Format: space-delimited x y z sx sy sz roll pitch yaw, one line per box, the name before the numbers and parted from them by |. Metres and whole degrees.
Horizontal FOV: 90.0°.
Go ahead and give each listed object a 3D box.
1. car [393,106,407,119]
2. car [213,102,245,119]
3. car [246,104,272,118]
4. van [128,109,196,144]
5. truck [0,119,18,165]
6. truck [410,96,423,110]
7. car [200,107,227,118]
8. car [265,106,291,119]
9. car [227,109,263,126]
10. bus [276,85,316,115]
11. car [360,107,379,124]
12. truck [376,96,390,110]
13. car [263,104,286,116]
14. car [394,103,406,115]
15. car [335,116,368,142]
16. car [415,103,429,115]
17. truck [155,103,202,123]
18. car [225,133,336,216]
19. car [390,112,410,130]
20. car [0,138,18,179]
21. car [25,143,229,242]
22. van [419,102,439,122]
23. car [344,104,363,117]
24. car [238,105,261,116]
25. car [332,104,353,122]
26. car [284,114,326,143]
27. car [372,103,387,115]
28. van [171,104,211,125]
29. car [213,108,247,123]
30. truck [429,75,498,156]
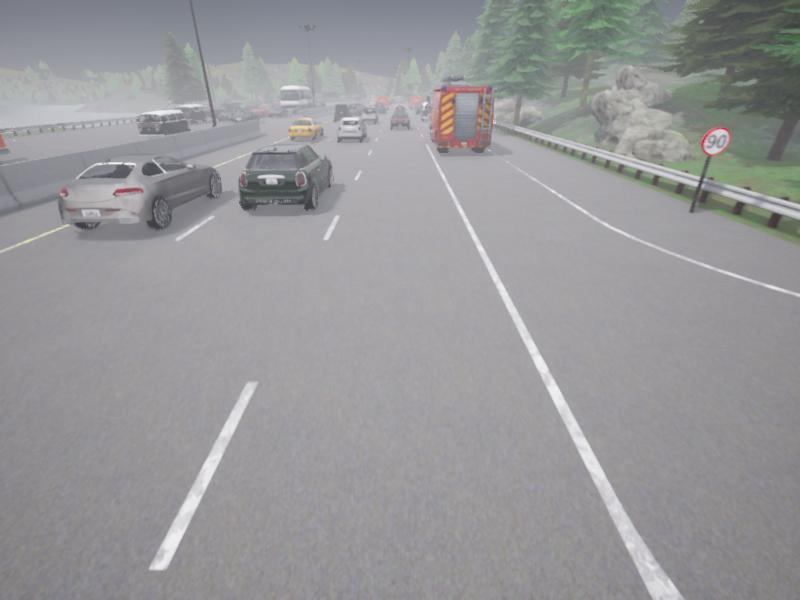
car | 0.024 -25.084 53.493 1.845 1.501 3.633 0 27 0
car | -24.474 -27.271 57.521 2.150 2.045 5.566 0 27 0
car | -20.973 -28.259 59.657 2.097 1.767 4.553 0 27 0
van | -17.489 -12.976 29.736 2.069 2.038 4.480 0 28 0
truck | -21.014 -7.011 17.777 2.627 2.467 5.204 0 27 0
truck | 3.519 -42.032 85.232 2.627 2.467 5.204 1 27 3
car | -27.971 -28.203 60.173 1.895 1.301 4.718 0 27 0
car | -17.474 -26.994 57.588 2.033 1.411 5.357 0 27 0
car | -17.478 -20.777 45.424 2.128 1.511 4.902 0 27 0
bus | -17.356 -33.876 67.788 3.944 4.253 10.273 0 27 0
car | -3.477 -21.506 46.533 1.851 1.617 3.988 0 27 0
truck | -3.483 -41.120 83.566 2.627 2.467 5.204 0 27 0
car | -20.967 -31.782 66.968 2.152 1.651 5.027 0 27 0
car | 0.030 -31.440 65.795 1.882 1.535 5.008 0 27 0
car | -3.484 -12.573 29.380 1.970 1.475 3.806 0 27 0
car | 3.529 -30.924 64.738 2.038 1.542 4.974 0 27 0
truck | -27.977 -23.888 50.956 2.390 2.098 6.274 0 27 0
car | -3.493 -4.188 12.798 2.097 1.767 4.553 0 27 0
car | 0.020 -17.682 39.420 1.895 1.301 4.718 0 27 0
car | -17.490 -4.888 14.658 2.128 1.511 4.902 0 27 0
car | -6.995 -3.246 11.213 2.152 1.651 5.027 0 27 0
van | 3.524 -23.146 49.146 2.069 2.038 4.480 0 28 0
car | -6.972 -28.550 60.155 2.242 1.667 4.611 0 27 0
car | -24.469 -30.944 65.269 2.007 1.525 4.514 0 27 0
car | -6.977 -22.912 48.985 1.905 1.878 3.866 0 26 0
car | -6.984 -12.961 30.068 1.801 1.575 5.366 0 27 0
car | -3.469 -32.664 68.216 2.242 1.667 4.611 0 27 0
van | -24.478 -21.855 47.033 2.069 2.038 4.480 0 27 0
car | -20.977 -22.954 49.667 2.038 1.542 4.974 0 27 0
truck | 3.489 -11.434 24.519 2.891 3.827 8.468 0 27 1
